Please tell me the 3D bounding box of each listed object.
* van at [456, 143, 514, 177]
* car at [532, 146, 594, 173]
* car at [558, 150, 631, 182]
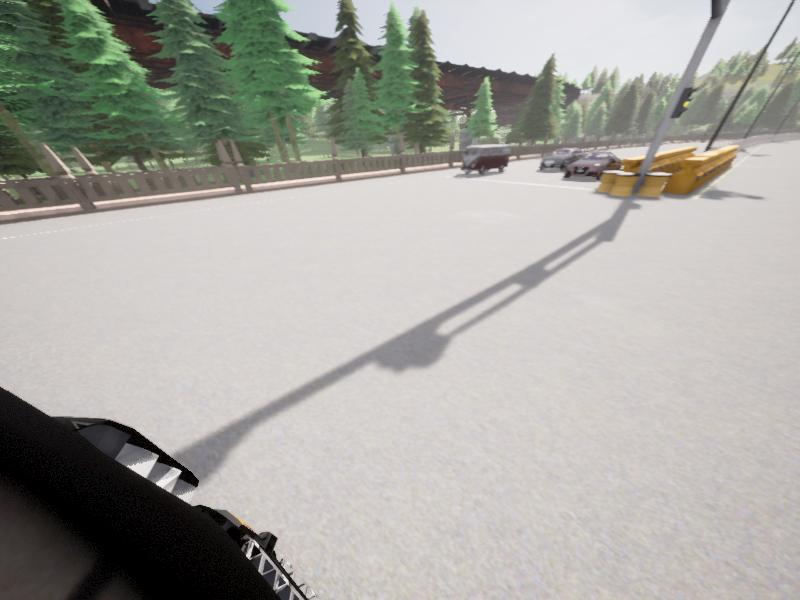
[{"bbox_3d":[6.727,-11.160,18.373,4.442,1.987,1.775,-24,39,-29],"label":"van"},{"bbox_3d":[13.318,-11.492,18.822,4.902,1.511,2.128,-24,39,-29],"label":"car"},{"bbox_3d":[12.287,-8.541,14.606,4.181,1.385,1.994,-24,39,-29],"label":"car"}]
